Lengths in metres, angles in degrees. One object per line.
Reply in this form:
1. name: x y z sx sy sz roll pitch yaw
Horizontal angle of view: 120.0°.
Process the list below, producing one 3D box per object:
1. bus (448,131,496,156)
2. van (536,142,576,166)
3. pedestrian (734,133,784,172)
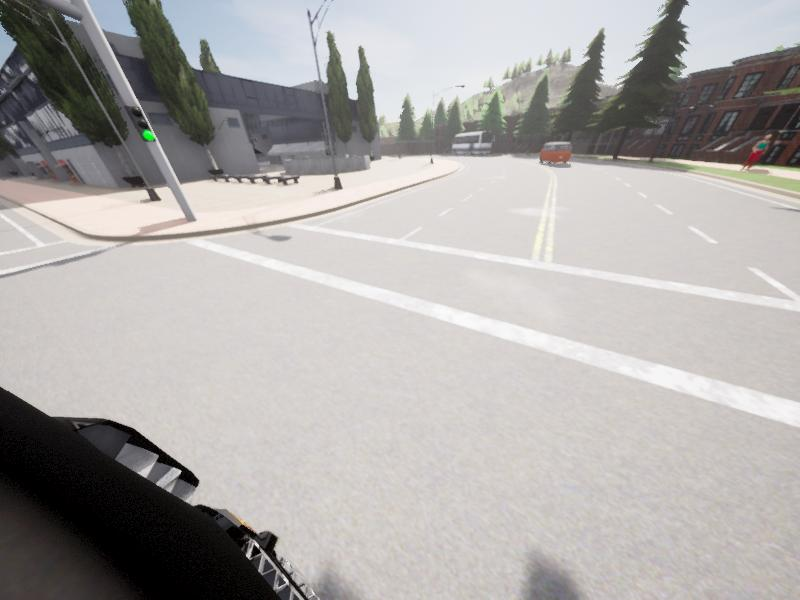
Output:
1. bus: 15.488 -34.468 51.180 3.944 4.253 10.273 -15 36 -19
2. van: 16.426 -15.652 24.698 1.775 1.987 4.442 4 34 9
3. pedestrian: 20.835 -8.575 13.480 0.751 1.860 0.751 25 42 35
